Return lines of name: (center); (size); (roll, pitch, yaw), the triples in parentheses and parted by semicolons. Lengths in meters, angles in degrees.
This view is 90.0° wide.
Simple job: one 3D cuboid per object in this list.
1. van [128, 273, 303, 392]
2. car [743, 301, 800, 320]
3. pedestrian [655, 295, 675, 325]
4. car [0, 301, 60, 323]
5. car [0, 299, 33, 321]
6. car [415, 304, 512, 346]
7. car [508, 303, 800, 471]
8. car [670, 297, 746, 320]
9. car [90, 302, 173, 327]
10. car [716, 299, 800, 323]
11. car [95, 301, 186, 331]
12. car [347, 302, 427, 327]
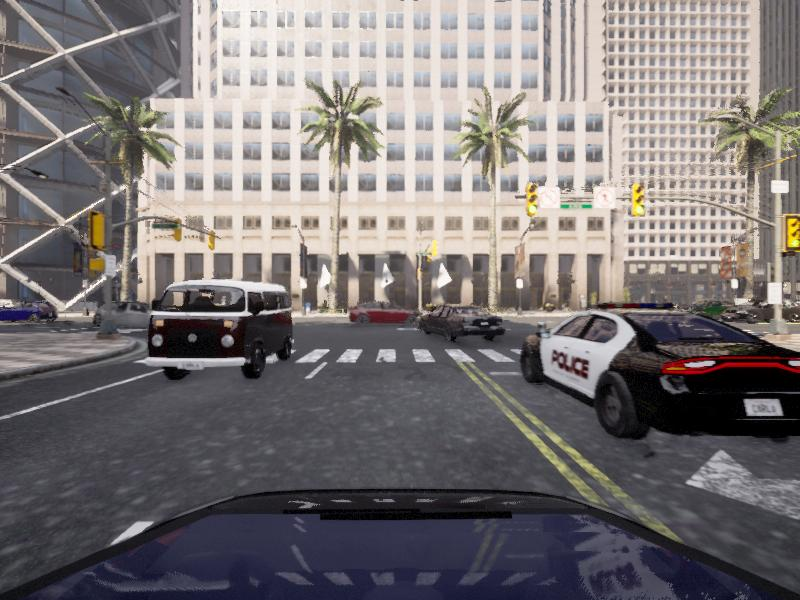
van: (-3.713, 0.568, 9.149); (2.069, 2.038, 4.480); (1, 0, -2)
car: (30.936, 0.818, 32.203); (4.974, 1.542, 2.038); (0, 0, 0)
pedestrian: (16.633, 0.630, 25.100); (0.751, 1.860, 0.751); (0, 0, -2)
car: (-26.259, 0.817, 27.808); (3.633, 1.501, 1.845); (0, 0, -6)
car: (-31.420, 0.744, 30.464); (4.611, 1.667, 2.242); (0, 0, -12)
car: (2.356, 0.889, 16.638); (2.033, 1.411, 5.357); (0, 0, -15)
car: (3.392, 0.821, 6.191); (2.038, 1.542, 4.974); (0, 0, 0)
car: (24.666, 0.686, 32.167); (4.553, 1.767, 2.097); (0, 0, 0)
car: (-16.498, 0.844, 24.773); (3.806, 1.475, 1.970); (0, 0, -2)
car: (25.867, 0.749, 28.675); (4.611, 1.667, 2.242); (0, 0, 0)
car: (-13.760, 0.818, 21.365); (3.633, 1.501, 1.845); (0, 0, -1)
car: (-0.797, 0.843, 25.022); (4.792, 1.488, 2.163); (0, 0, 0)
